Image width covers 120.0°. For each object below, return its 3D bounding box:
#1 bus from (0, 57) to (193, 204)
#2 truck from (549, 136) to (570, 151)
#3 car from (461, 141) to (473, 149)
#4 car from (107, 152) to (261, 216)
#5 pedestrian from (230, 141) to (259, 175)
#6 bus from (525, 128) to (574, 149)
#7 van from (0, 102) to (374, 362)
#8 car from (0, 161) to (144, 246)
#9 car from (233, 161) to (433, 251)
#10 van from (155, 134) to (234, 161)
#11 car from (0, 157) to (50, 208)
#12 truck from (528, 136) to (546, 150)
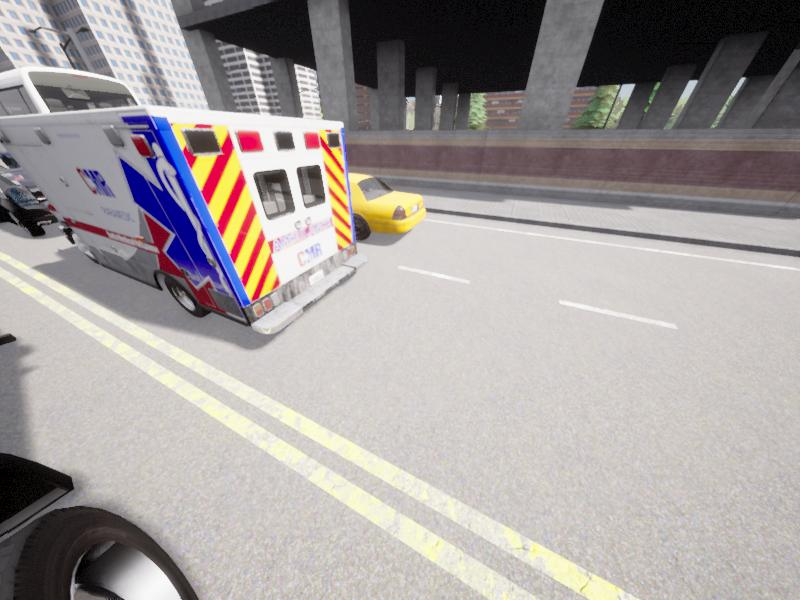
[{"bbox_3d":[-16.458,-7.905,11.332,10.273,4.253,3.944,15,38,20],"label":"bus"},{"bbox_3d":[33.420,-32.932,48.487,2.615,2.467,5.204,15,38,20],"label":"truck"},{"bbox_3d":[15.725,-36.317,54.010,1.816,1.474,4.193,15,38,20],"label":"car"},{"bbox_3d":[-8.366,-4.745,9.143,4.611,1.667,2.242,15,38,20],"label":"car"},{"bbox_3d":[-10.224,-9.381,15.242,0.751,1.860,0.751,15,38,20],"label":"pedestrian"},{"bbox_3d":[40.072,-43.743,62.606,10.273,4.253,3.944,15,38,20],"label":"bus"},{"bbox_3d":[-3.892,-1.629,4.094,6.366,2.431,2.351,15,38,20],"label":"van"},{"bbox_3d":[-10.797,-3.113,6.948,4.902,1.511,2.128,15,38,20],"label":"car"},{"bbox_3d":[-1.939,-2.975,6.755,5.366,1.575,1.801,15,38,20],"label":"car"},{"bbox_3d":[-24.479,-18.587,28.026,2.351,2.431,6.366,15,38,20],"label":"van"},{"bbox_3d":[-16.630,-4.704,9.128,3.705,1.549,1.789,15,38,20],"label":"car"},{"bbox_3d":[29.511,-33.992,49.965,2.615,2.467,5.204,15,38,20],"label":"truck"}]
